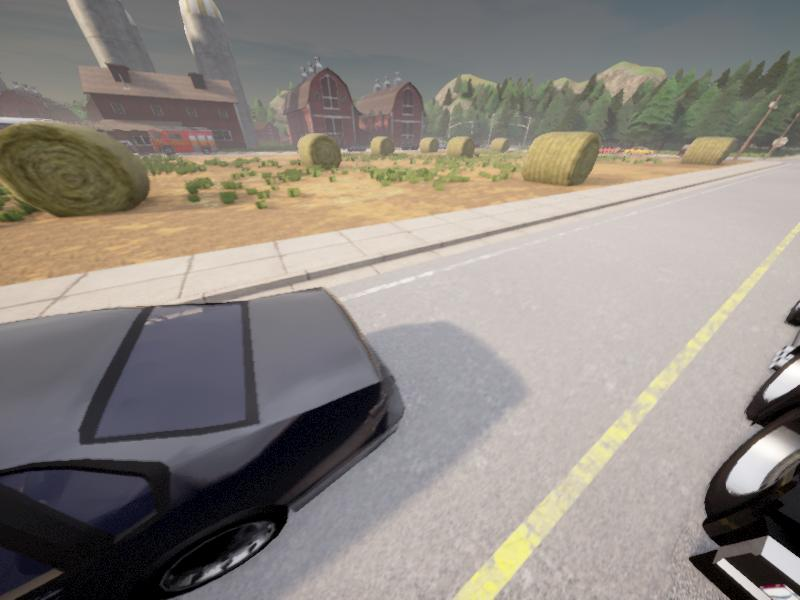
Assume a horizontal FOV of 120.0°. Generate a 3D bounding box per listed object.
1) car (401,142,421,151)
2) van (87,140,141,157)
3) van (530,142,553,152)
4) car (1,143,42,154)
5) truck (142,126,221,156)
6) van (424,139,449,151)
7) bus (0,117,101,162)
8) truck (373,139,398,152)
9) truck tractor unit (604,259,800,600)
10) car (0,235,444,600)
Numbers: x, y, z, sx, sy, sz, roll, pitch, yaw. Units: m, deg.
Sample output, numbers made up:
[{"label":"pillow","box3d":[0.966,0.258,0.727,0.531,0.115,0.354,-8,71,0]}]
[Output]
[{"label":"car","box3d":[2.713,-38.089,57.349,4.605,1.855,1.932,-21,40,-28]},{"label":"van","box3d":[-42.999,-22.923,34.936,4.480,2.038,2.069,-21,40,-28]},{"label":"van","box3d":[37.388,-40.513,61.097,1.775,1.987,4.442,-20,40,-27]},{"label":"car","box3d":[-67.855,-27.315,41.549,2.038,1.542,4.974,-21,40,-28]},{"label":"truck","box3d":[-35.779,-26.442,38.510,8.468,3.827,2.891,-21,40,-28]},{"label":"van","box3d":[9.654,-41.007,61.109,6.366,2.431,2.351,-21,40,-28]},{"label":"bus","box3d":[-46.614,-19.886,28.594,3.944,4.253,10.273,17,38,23]},{"label":"truck","box3d":[-3.249,-36.027,53.802,5.204,2.467,2.627,-21,40,-28]},{"label":"truck tractor unit","box3d":[5.098,-0.311,0.807,6.516,4.208,3.053,-19,39,-25]},{"label":"car","box3d":[-2.600,1.101,1.192,5.357,1.411,2.033,-18,39,-25]}]
